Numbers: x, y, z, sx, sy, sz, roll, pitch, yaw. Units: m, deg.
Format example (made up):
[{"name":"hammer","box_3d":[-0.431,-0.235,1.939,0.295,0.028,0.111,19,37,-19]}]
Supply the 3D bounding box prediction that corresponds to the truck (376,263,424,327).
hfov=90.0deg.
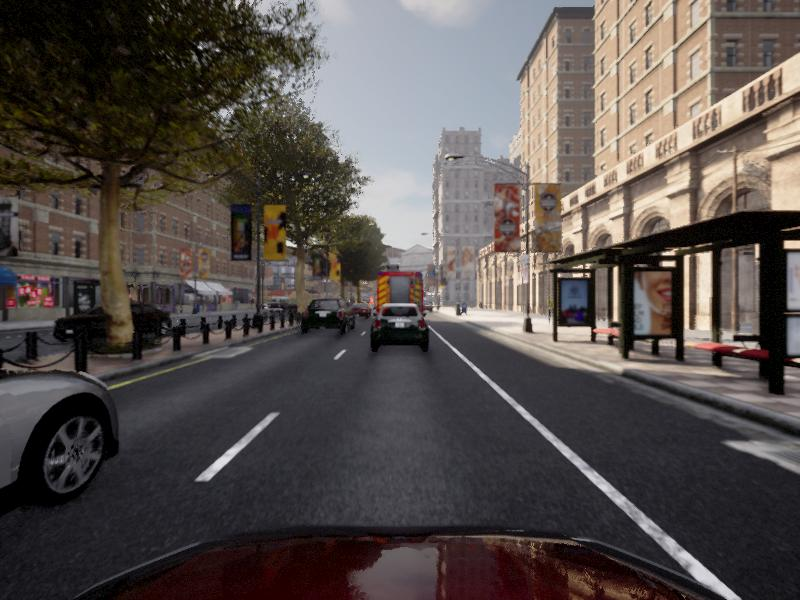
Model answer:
[{"name":"truck","box_3d":[0.001,-0.311,28.161,2.891,3.827,8.468,0,0,0]}]

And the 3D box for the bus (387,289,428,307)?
[{"name":"bus","box_3d":[1.726,-0.495,97.959,3.944,4.253,10.273,-3,2,-43]}]

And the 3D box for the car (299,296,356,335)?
[{"name":"car","box_3d":[-3.506,0.702,20.306,2.097,1.767,4.553,0,0,0]}]

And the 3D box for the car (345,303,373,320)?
[{"name":"car","box_3d":[-3.506,0.955,34.935,1.895,1.301,4.718,0,0,0]}]

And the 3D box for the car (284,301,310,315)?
[{"name":"car","box_3d":[-11.507,0.869,44.879,1.816,1.474,4.193,0,0,0]}]

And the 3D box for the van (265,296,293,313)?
[{"name":"van","box_3d":[-15.006,0.589,49.913,2.069,2.038,4.480,0,0,0]}]

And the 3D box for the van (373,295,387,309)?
[{"name":"van","box_3d":[-3.776,0.402,73.225,2.351,2.431,6.366,0,0,-5]}]

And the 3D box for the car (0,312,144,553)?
[{"name":"car","box_3d":[-3.504,0.854,2.033,1.970,1.475,3.806,0,0,0]}]

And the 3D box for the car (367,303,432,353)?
[{"name":"car","box_3d":[-0.009,0.858,14.006,1.970,1.475,3.806,0,0,0]}]

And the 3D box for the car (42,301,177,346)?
[{"name":"car","box_3d":[-11.502,0.828,16.425,1.882,1.535,5.008,0,0,0]}]
